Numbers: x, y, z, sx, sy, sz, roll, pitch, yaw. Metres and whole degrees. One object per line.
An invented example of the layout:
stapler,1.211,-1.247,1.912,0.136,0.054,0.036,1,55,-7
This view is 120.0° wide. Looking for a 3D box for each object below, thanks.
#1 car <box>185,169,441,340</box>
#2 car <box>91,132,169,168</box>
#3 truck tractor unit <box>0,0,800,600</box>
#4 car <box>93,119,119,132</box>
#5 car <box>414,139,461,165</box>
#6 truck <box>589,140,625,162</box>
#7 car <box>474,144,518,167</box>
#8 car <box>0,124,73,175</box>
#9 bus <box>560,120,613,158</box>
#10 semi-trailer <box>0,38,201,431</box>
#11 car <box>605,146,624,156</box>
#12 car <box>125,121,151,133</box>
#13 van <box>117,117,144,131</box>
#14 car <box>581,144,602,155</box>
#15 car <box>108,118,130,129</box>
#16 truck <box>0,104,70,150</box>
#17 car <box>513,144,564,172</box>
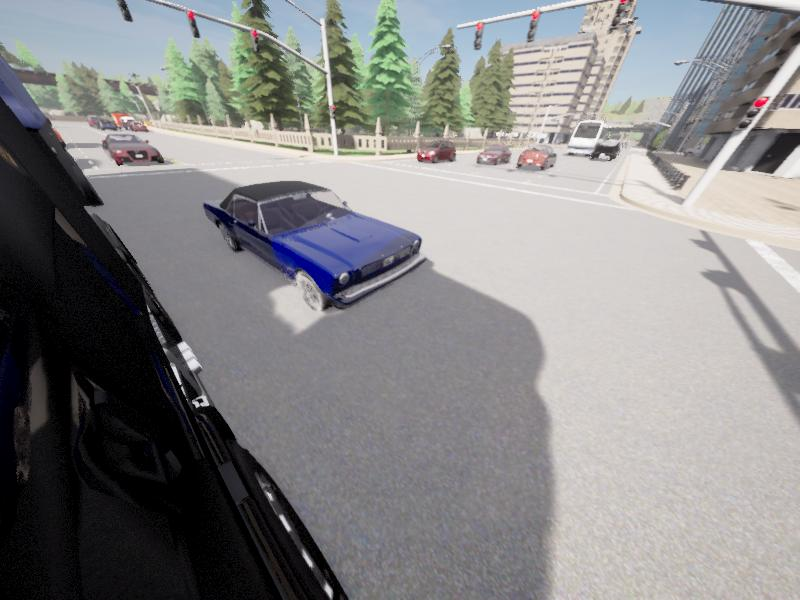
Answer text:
car,-1.842,-1.374,4.350,4.718,1.301,1.895,28,43,30
car,-15.530,-8.684,13.268,4.181,1.385,1.994,27,43,29
truck tractor unit,-2.645,-0.295,0.351,6.516,4.208,3.053,28,44,30
car,-50.021,-29.779,39.330,3.988,1.617,1.851,28,43,30
car,3.274,-12.866,20.017,1.851,1.617,3.988,30,44,32
truck,27.739,-19.962,30.883,2.390,2.098,6.274,30,44,32
car,8.776,-13.229,21.020,1.812,1.442,4.674,28,43,30
car,-17.859,-7.304,11.010,5.238,1.638,1.930,28,43,30
bus,29.155,-24.954,35.937,3.944,4.253,10.273,28,43,30
semi-trailer,-8.702,-3.587,4.246,14.254,4.402,2.717,28,43,30
car,39.484,-27.461,42.468,1.994,1.385,4.181,28,43,30
car,-45.472,-30.022,40.078,3.806,1.475,1.970,28,43,30
van,-50.245,-32.787,43.028,4.480,2.038,2.069,28,43,30
car,35.778,-28.245,43.160,2.128,1.511,4.902,28,43,30
car,-61.310,-38.486,50.352,4.856,1.649,2.033,28,43,30
truck,-27.653,-12.832,17.164,5.204,2.467,2.627,27,43,31
car,11.756,-12.064,19.493,2.152,1.651,5.027,28,43,30
